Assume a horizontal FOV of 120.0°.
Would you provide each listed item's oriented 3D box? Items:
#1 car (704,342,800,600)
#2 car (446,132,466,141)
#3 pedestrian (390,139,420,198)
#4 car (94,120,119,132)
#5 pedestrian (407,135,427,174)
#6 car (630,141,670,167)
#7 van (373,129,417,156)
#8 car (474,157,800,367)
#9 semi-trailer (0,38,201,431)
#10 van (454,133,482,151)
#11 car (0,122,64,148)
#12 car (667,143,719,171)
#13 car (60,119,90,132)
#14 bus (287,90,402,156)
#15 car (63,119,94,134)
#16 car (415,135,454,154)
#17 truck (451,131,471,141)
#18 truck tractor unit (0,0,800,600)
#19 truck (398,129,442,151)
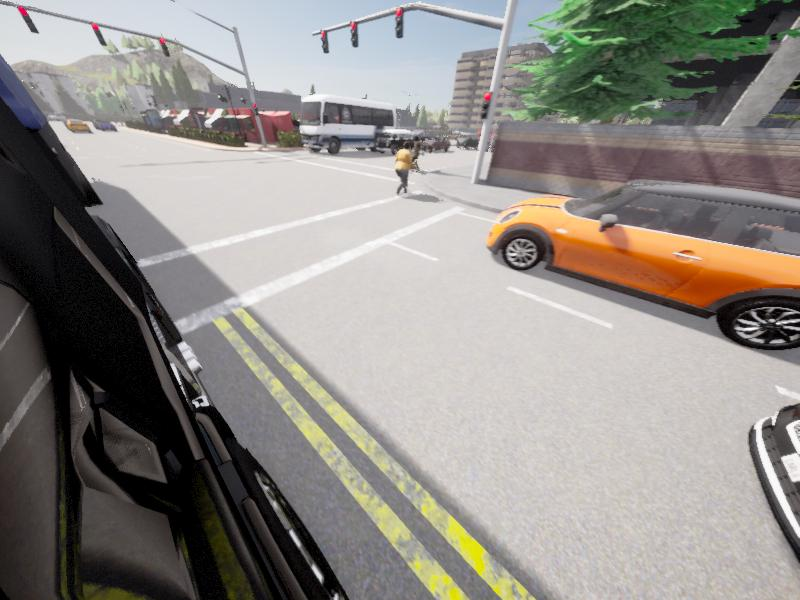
[{"bbox_3d":[4.481,1.880,0.162,4.892,1.490,1.837,28,43,30],"label":"car"},{"bbox_3d":[15.226,-44.385,62.672,4.605,1.855,1.932,28,43,30],"label":"car"},{"bbox_3d":[0.169,-5.072,8.921,0.751,1.860,0.751,29,44,31],"label":"pedestrian"},{"bbox_3d":[-49.472,-29.340,38.979,4.193,1.474,1.816,28,43,30],"label":"car"},{"bbox_3d":[0.956,-8.491,13.498,0.751,1.860,0.751,27,43,30],"label":"pedestrian"},{"bbox_3d":[24.277,-14.321,22.594,1.905,1.878,3.866,28,43,30],"label":"car"},{"bbox_3d":[-0.410,-16.007,23.445,2.069,2.038,4.480,24,42,26],"label":"van"},{"bbox_3d":[4.059,-1.187,4.022,4.553,1.767,2.097,28,43,30],"label":"car"},{"bbox_3d":[-8.702,-3.591,4.241,14.254,4.402,2.717,28,43,30],"label":"semi-trailer"},{"bbox_3d":[9.907,-23.087,33.684,1.775,1.987,4.442,28,43,30],"label":"van"},{"bbox_3d":[-29.534,-13.372,18.656,4.792,1.488,2.163,28,43,30],"label":"car"},{"bbox_3d":[26.534,-13.132,21.129,1.905,1.878,3.866,28,43,30],"label":"car"},{"bbox_3d":[-52.085,-28.014,37.024,4.792,1.488,2.163,28,43,30],"label":"car"},{"bbox_3d":[-4.669,-17.035,22.713,3.944,4.253,10.273,28,43,30],"label":"bus"},{"bbox_3d":[-46.916,-25.330,33.672,5.008,1.535,1.882,27,43,30],"label":"car"},{"bbox_3d":[4.262,-19.036,28.172,2.152,1.651,5.027,28,43,30],"label":"car"},{"bbox_3d":[17.032,-45.756,64.476,4.478,2.038,2.069,28,43,30],"label":"truck"},{"bbox_3d":[-2.645,-0.295,0.351,6.516,4.208,3.053,28,44,30],"label":"truck tractor unit"},{"bbox_3d":[2.744,-21.444,30.928,2.390,2.098,6.274,28,43,30],"label":"truck"}]
